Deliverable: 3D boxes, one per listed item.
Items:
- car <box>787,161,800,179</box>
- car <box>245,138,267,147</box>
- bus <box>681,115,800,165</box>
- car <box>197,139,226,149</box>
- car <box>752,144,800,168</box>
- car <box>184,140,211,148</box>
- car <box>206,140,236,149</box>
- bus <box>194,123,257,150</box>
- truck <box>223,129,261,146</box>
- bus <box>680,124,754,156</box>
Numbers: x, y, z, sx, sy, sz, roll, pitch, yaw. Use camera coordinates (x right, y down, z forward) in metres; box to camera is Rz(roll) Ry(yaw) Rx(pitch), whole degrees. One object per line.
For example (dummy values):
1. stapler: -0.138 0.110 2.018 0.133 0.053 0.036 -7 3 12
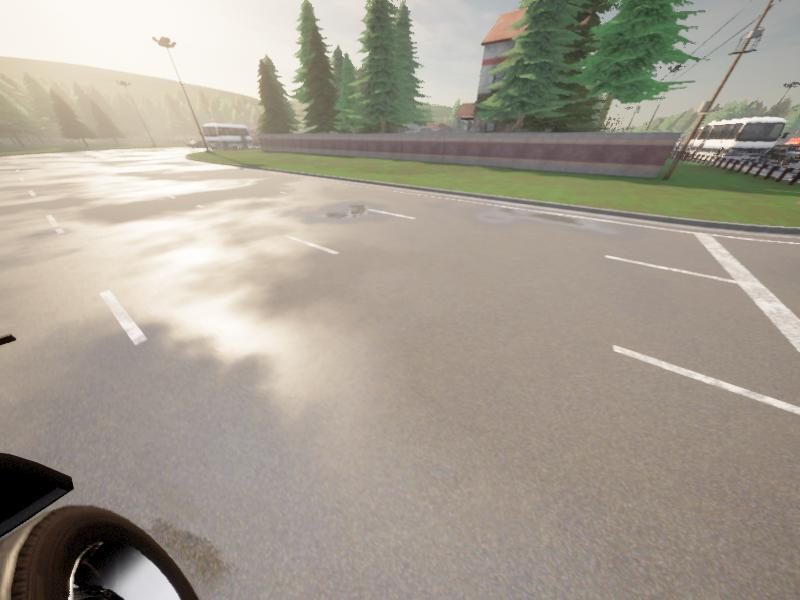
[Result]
1. car: 28.557 -8.504 14.974 1.812 1.442 4.674 22 40 27
2. car: -38.802 -42.682 62.447 1.932 1.855 4.605 11 37 15
3. bus: 40.443 -19.386 28.088 3.944 4.253 10.273 17 39 23
4. car: -42.132 -34.978 51.692 2.033 1.649 4.856 6 36 7
5. car: 39.256 -14.598 23.319 1.905 1.878 3.866 13 37 18
6. car: -45.592 -35.240 52.172 1.816 1.474 4.193 6 36 7
7. car: -38.868 -34.015 50.447 1.801 1.575 5.366 6 36 7
8. bus: -35.556 -33.893 47.947 3.944 4.253 10.273 4 35 6
9. truck: -44.594 -46.148 65.612 2.891 3.827 8.468 11 37 15
10. bus: 55.193 -28.330 40.890 3.944 4.253 10.273 21 40 26
